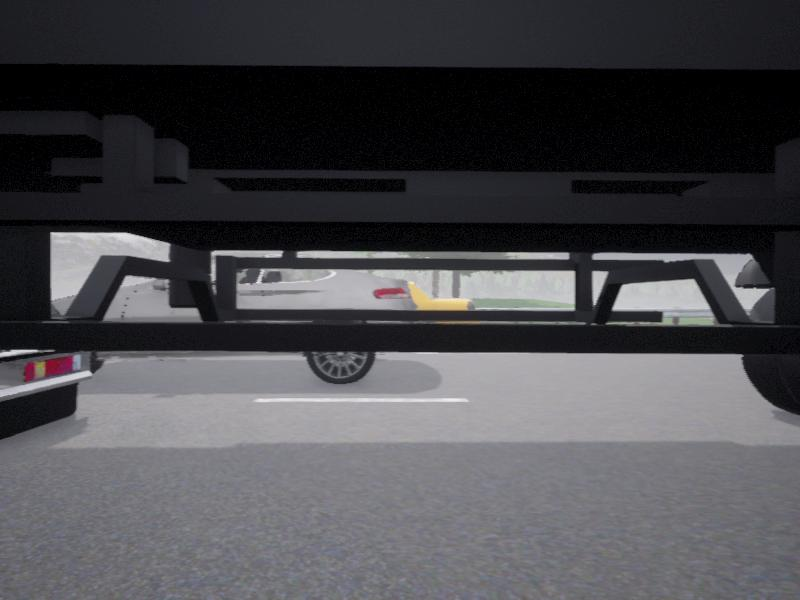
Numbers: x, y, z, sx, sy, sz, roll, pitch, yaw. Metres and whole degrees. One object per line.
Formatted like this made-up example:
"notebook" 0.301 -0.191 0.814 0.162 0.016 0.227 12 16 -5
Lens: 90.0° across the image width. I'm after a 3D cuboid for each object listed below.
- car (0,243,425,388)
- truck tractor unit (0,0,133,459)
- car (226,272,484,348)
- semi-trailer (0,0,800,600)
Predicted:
"car" -2.224 0.181 5.699 5.027 1.651 2.152 0 0 0
"truck tractor unit" -5.749 -1.118 2.196 6.516 4.208 3.053 0 0 0
"car" -0.931 0.202 9.201 5.366 1.575 1.801 0 0 0
"semi-trailer" 2.169 -1.221 2.216 14.254 4.402 2.717 0 0 0
